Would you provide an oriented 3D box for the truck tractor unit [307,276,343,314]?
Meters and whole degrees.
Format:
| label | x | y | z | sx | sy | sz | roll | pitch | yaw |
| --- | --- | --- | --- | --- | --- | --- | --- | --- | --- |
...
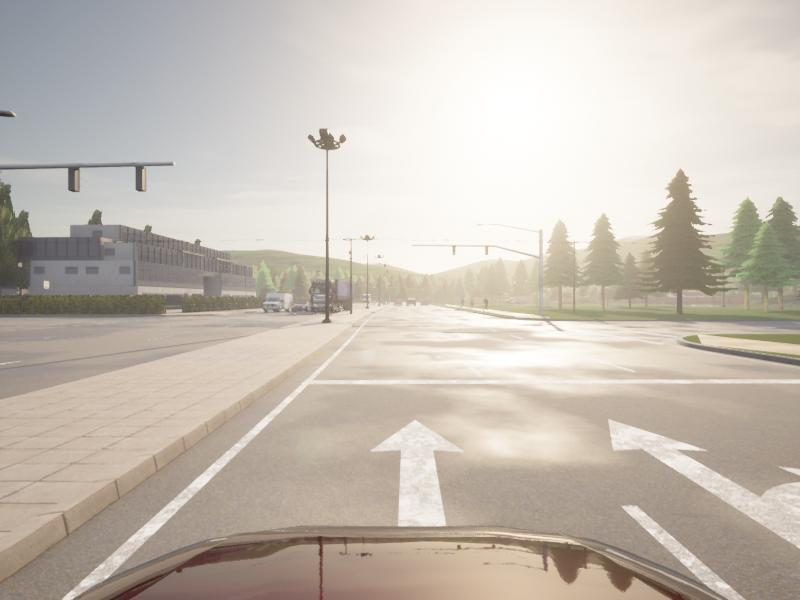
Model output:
| label | x | y | z | sx | sy | sz | roll | pitch | yaw |
| --- | --- | --- | --- | --- | --- | --- | --- | --- | --- |
| truck tractor unit | -8.852 | -0.526 | 48.139 | 3.053 | 4.208 | 6.516 | 0 | 0 | 0 |

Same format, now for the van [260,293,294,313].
| label | x | y | z | sx | sy | sz | roll | pitch | yaw |
| --- | --- | --- | --- | --- | --- | --- | --- | --- | --- |
| van | -15.822 | 0.367 | 51.792 | 2.351 | 2.431 | 6.366 | 0 | 0 | 0 |

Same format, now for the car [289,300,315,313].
| label | x | y | z | sx | sy | sz | roll | pitch | yaw |
| --- | --- | --- | --- | --- | --- | --- | --- | --- | --- |
| car | -12.328 | 0.812 | 50.574 | 2.038 | 1.542 | 4.974 | 0 | 0 | 0 |

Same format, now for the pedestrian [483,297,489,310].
| label | x | y | z | sx | sy | sz | roll | pitch | yaw |
| --- | --- | --- | --- | --- | --- | --- | --- | --- | --- |
| pedestrian | 11.769 | 0.473 | 54.684 | 0.751 | 1.860 | 0.751 | 0 | 0 | 2 |

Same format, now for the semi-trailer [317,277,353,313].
| label | x | y | z | sx | sy | sz | roll | pitch | yaw |
| --- | --- | --- | --- | --- | --- | --- | --- | --- | --- |
| semi-trailer | -8.786 | -0.632 | 56.057 | 2.717 | 4.402 | 14.254 | 0 | 0 | 1 |
